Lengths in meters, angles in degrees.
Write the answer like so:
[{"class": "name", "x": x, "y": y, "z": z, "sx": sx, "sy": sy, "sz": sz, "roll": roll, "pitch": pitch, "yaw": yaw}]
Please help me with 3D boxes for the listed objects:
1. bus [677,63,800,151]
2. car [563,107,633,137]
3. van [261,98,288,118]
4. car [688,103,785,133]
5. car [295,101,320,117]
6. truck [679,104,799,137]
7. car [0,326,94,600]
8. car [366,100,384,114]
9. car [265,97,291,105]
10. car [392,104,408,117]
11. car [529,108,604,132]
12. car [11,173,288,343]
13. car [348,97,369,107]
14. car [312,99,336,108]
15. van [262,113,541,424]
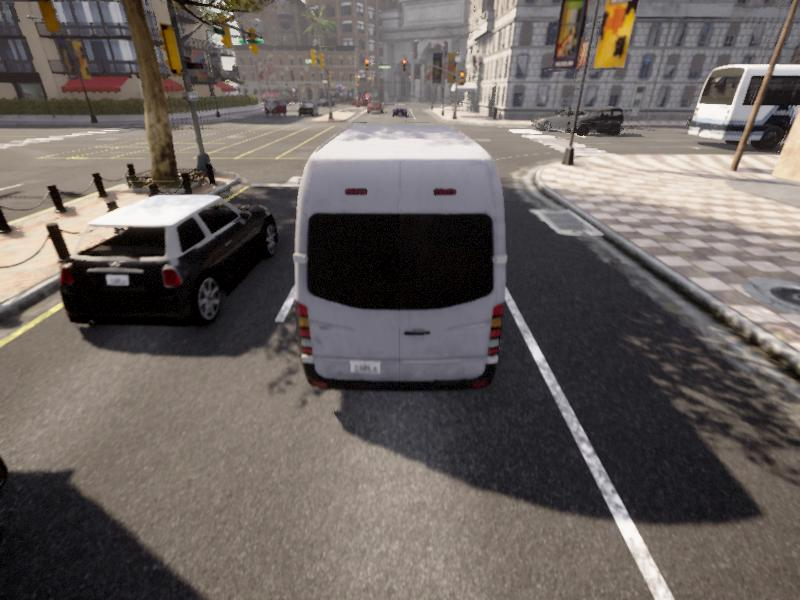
[{"class": "bus", "x": 23.033, "y": -11.124, "z": 23.128, "sx": 10.273, "sy": 4.253, "sz": 3.944, "roll": 0, "pitch": 28, "yaw": 1}, {"class": "car", "x": 14.494, "y": -13.170, "z": 29.501, "sx": 3.866, "sy": 1.878, "sz": 1.905, "roll": -1, "pitch": 28, "yaw": -2}, {"class": "van", "x": -15.019, "y": -23.134, "z": 48.170, "sx": 1.775, "sy": 1.987, "sz": 4.442, "roll": 0, "pitch": 28, "yaw": 0}, {"class": "car", "x": 27.348, "y": -14.919, "z": 32.746, "sx": 5.566, "sy": 2.045, "sz": 2.150, "roll": 0, "pitch": 28, "yaw": 0}, {"class": "car", "x": -11.520, "y": -24.080, "z": 50.361, "sx": 1.930, "sy": 1.638, "sz": 5.238, "roll": 0, "pitch": 28, "yaw": 0}, {"class": "truck", "x": 24.900, "y": -13.315, "z": 29.622, "sx": 6.274, "sy": 2.098, "sz": 2.390, "roll": 0, "pitch": 28, "yaw": 0}, {"class": "car", "x": -3.498, "y": 2.107, "z": 0.605, "sx": 1.930, "sy": 1.638, "sz": 5.238, "roll": 0, "pitch": 28, "yaw": 0}, {"class": "car", "x": -3.527, "y": -27.763, "z": 57.437, "sx": 2.152, "sy": 1.651, "sz": 5.027, "roll": 0, "pitch": 28, "yaw": 0}, {"class": "car", "x": -26.677, "y": -43.520, "z": 87.389, "sx": 4.892, "sy": 1.490, "sz": 1.837, "roll": 0, "pitch": 28, "yaw": 0}, {"class": "car", "x": -0.020, "y": -24.212, "z": 51.055, "sx": 1.895, "sy": 1.301, "sz": 4.718, "roll": 0, "pitch": 28, "yaw": 0}, {"class": "car", "x": 13.556, "y": -14.750, "z": 32.792, "sx": 5.027, "sy": 1.651, "sz": 2.152, "roll": 1, "pitch": 28, "yaw": 1}, {"class": "car", "x": -3.496, "y": -0.995, "z": 6.681, "sx": 1.970, "sy": 1.475, "sz": 3.806, "roll": 1, "pitch": 28, "yaw": 2}, {"class": "car", "x": -8.255, "y": -39.298, "z": 79.445, "sx": 3.988, "sy": 1.617, "sz": 1.851, "roll": 23, "pitch": 35, "yaw": 37}, {"class": "car", "x": -14.167, "y": -37.029, "z": 75.222, "sx": 2.033, "sy": 1.411, "sz": 5.357, "roll": 9, "pitch": 29, "yaw": 17}, {"class": "van", "x": 0.005, "y": -1.259, "z": 6.064, "sx": 1.988, "sy": 2.561, "sz": 5.915, "roll": 0, "pitch": 28, "yaw": 0}]
